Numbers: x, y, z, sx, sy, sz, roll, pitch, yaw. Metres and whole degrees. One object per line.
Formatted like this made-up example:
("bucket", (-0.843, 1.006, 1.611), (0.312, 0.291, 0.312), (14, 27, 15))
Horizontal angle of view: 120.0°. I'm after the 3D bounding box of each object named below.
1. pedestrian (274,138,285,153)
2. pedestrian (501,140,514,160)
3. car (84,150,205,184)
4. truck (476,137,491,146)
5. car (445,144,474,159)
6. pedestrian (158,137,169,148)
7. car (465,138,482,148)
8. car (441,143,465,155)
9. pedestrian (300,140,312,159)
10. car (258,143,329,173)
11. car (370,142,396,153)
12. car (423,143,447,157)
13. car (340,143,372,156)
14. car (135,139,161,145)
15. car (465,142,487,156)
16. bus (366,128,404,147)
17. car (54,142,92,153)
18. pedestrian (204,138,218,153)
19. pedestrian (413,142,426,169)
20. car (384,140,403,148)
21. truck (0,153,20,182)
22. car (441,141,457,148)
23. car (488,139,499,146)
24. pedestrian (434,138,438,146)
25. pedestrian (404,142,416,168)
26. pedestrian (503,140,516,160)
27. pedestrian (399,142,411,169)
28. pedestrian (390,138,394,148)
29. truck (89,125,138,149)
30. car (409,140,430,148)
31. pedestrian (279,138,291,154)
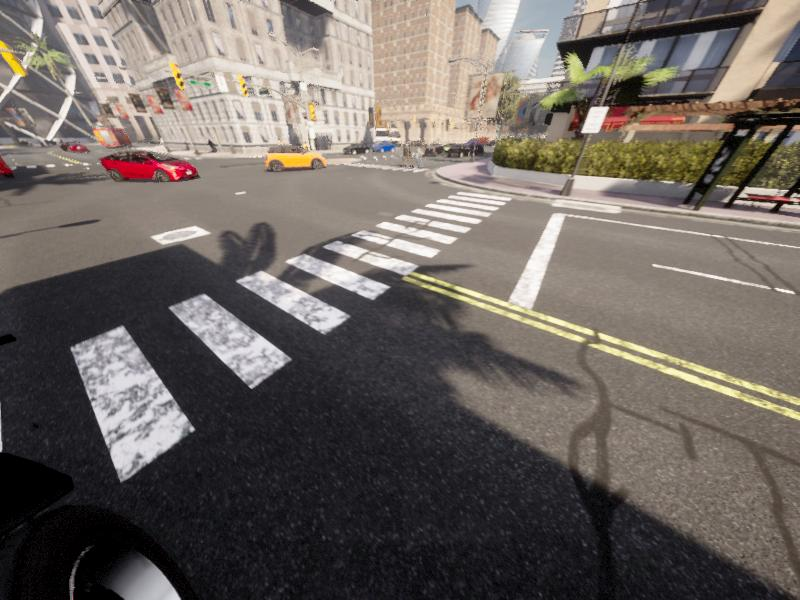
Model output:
("pedestrian", (-18.618, -23.843, 35.608), (0.751, 1.860, 0.751), (22, 41, 28))
("pedestrian", (12.028, -16.789, 25.892), (0.751, 1.860, 0.751), (21, 40, 27))
("car", (-14.744, -7.880, 13.614), (4.514, 1.525, 2.007), (2, 35, 3))
("truck", (27.408, -52.076, 75.819), (2.627, 2.467, 5.204), (22, 40, 27))
("car", (8.206, -20.392, 31.586), (1.837, 1.490, 4.892), (22, 41, 27))
("pedestrian", (-46.824, -31.108, 45.646), (0.751, 1.860, 0.751), (28, 44, 34))
("car", (19.550, -41.782, 61.533), (2.150, 2.045, 5.566), (22, 40, 27))
("car", (8.543, -24.255, 37.037), (2.007, 1.525, 4.514), (22, 40, 27))
("pedestrian", (-11.224, -17.997, 27.654), (0.751, 1.860, 0.751), (27, 43, 32))
("car", (-8.399, -11.383, 18.404), (4.553, 1.767, 2.097), (-19, 40, -26))
("car", (-2.821, -26.474, 40.068), (1.882, 1.535, 5.008), (22, 40, 27))
("car", (5.046, -21.342, 32.852), (1.789, 1.549, 3.705), (22, 41, 27))
("car", (-6.663, -23.252, 35.503), (1.837, 1.490, 4.892), (22, 41, 27))
("car", (-71.228, -44.566, 65.292), (1.895, 1.301, 4.718), (5, 35, 7))
("car", (11.813, -23.444, 35.848), (1.851, 1.617, 3.988), (22, 40, 27))
("bus", (-4.365, -46.094, 65.500), (10.273, 4.253, 3.944), (22, 41, 27))
("car", (-50.606, -23.634, 35.751), (4.181, 1.385, 1.994), (16, 38, 20))
("pedestrian", (-27.779, -22.766, 33.998), (0.751, 1.860, 0.751), (24, 42, 30))
("pedestrian", (1.674, -12.287, 19.680), (0.751, 1.860, 0.751), (19, 39, 24))
("car", (-1.683, -41.389, 61.226), (4.514, 1.525, 2.007), (22, 40, 27))
("truck", (-27.227, -9.522, 13.835), (8.468, 3.827, 2.891), (22, 41, 28))
("car", (13.345, -42.762, 63.303), (3.633, 1.501, 1.845), (21, 40, 27))
("car", (29.903, -50.352, 73.921), (1.905, 1.878, 3.866), (22, 40, 27))
("pedestrian", (10.789, -47.849, 69.900), (0.751, 1.860, 0.751), (22, 41, 28))
("pedestrian", (0.834, -12.627, 20.153), (0.751, 1.860, 0.751), (-14, 38, -20))
("pedestrian", (12.499, -17.209, 26.490), (0.751, 1.860, 0.751), (22, 40, 27))
("pedestrian", (0.429, -12.269, 19.643), (0.751, 1.860, 0.751), (11, 37, 15))
("pedestrian", (-1.924, -37.634, 55.307), (0.751, 1.860, 0.751), (16, 38, 21))
("truck", (-61.761, -35.381, 50.167), (2.891, 3.827, 8.468), (-15, 38, -21))
("car", (5.093, -41.193, 60.911), (5.238, 1.638, 1.930), (21, 40, 27))
("pedestrian", (-16.186, -21.635, 32.501), (0.751, 1.860, 0.751), (11, 37, 15))
